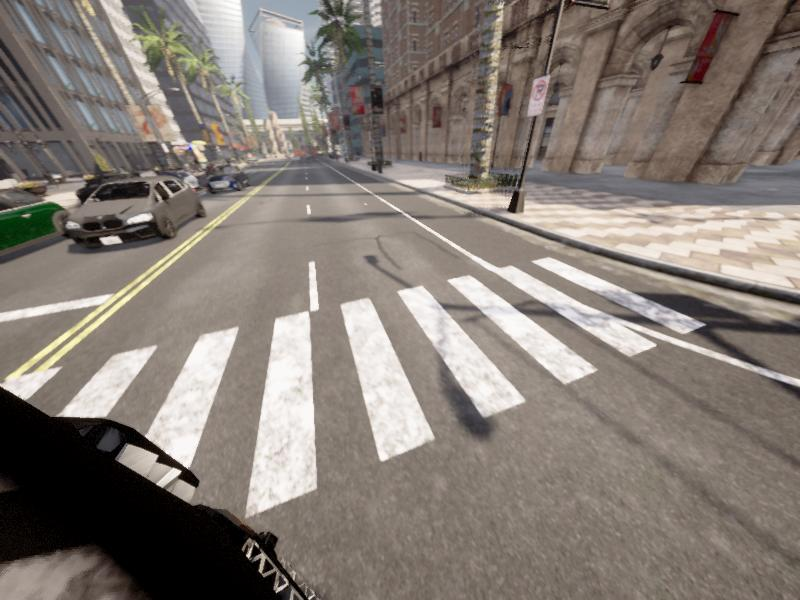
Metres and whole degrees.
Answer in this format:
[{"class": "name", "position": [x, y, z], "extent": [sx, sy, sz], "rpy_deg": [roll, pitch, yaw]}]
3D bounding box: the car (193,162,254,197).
[{"class": "car", "position": [-12.484, -8.882, 16.773], "extent": [2.033, 1.649, 4.856], "rpy_deg": [-13, 35, -14]}]

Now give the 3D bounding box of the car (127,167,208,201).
[{"class": "car", "position": [-15.931, -8.303, 16.281], "extent": [2.038, 1.542, 4.974], "rpy_deg": [-13, 34, -14]}]

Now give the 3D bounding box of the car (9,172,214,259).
[{"class": "car", "position": [-8.878, -3.260, 8.019], "extent": [2.242, 1.667, 4.611], "rpy_deg": [-13, 35, -15]}]

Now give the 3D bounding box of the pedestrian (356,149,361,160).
[{"class": "pedestrian", "position": [-8.376, -29.208, 46.413], "extent": [0.751, 1.860, 0.751], "rpy_deg": [-11, 35, -12]}]

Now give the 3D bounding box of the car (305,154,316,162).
[{"class": "car", "position": [-22.615, -35.943, 58.329], "extent": [2.128, 1.511, 4.902], "rpy_deg": [-13, 35, -15]}]

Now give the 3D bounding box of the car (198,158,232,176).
[{"class": "car", "position": [-26.000, -18.876, 32.683], "extent": [2.185, 1.767, 4.553], "rpy_deg": [-13, 35, -15]}]

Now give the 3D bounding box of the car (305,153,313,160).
[{"class": "car", "position": [-26.856, -42.381, 68.229], "extent": [1.801, 1.575, 5.366], "rpy_deg": [-13, 35, -15]}]

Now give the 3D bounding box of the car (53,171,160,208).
[{"class": "car", "position": [-18.866, -7.484, 15.314], "extent": [2.163, 1.488, 4.792], "rpy_deg": [-13, 35, -15]}]

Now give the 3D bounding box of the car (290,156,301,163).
[{"class": "car", "position": [-25.043, -33.812, 55.449], "extent": [1.895, 1.301, 4.718], "rpy_deg": [-13, 35, -15]}]

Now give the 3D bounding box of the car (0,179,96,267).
[{"class": "car", "position": [-11.796, -1.950, 6.172], "extent": [2.097, 1.767, 4.553], "rpy_deg": [-13, 35, -14]}]

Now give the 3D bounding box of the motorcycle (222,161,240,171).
[{"class": "motorcycle", "position": [-28.331, -22.424, 38.700], "extent": [0.764, 1.277, 2.356], "rpy_deg": [4, 34, 10]}]
